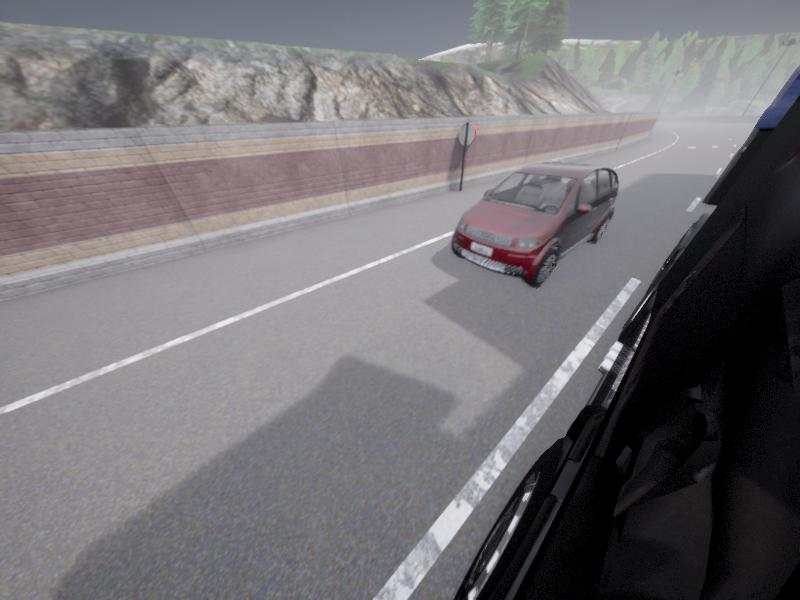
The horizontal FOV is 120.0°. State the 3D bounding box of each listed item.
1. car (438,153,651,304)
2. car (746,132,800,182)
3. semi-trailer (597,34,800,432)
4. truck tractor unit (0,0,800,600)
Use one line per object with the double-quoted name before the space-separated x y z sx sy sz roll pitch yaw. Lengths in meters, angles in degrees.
"car" 2.719 -1.696 4.439 3.705 1.549 1.789 -27 43 -29
"car" 16.303 -5.954 9.426 4.718 1.301 1.895 -28 43 -29
"semi-trailer" 8.750 -3.581 4.159 14.254 4.402 2.717 -28 43 -29
"truck tractor unit" 2.645 -0.295 0.351 6.516 4.208 3.053 -28 44 -30
